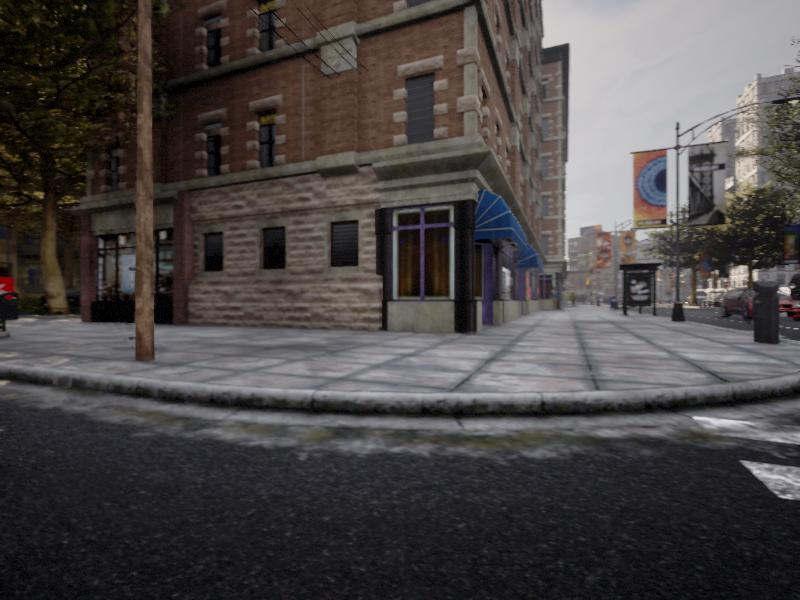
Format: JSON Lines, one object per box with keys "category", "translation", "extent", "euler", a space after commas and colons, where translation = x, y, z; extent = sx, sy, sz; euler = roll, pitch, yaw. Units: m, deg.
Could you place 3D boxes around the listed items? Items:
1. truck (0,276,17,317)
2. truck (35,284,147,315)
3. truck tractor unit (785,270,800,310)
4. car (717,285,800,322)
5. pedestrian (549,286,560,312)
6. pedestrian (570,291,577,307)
{"category": "truck", "translation": [-25.708, -0.210, 22.640], "extent": [2.627, 2.467, 5.204], "euler": [0, 0, 23]}
{"category": "truck", "translation": [-22.715, -0.020, 29.849], "extent": [2.390, 2.098, 6.274], "euler": [0, 0, 23]}
{"category": "truck tractor unit", "translation": [43.316, -1.069, 41.249], "extent": [3.053, 4.208, 6.516], "euler": [0, 0, 23]}
{"category": "car", "translation": [18.365, 0.167, 20.434], "extent": [2.242, 1.667, 4.611], "euler": [0, 0, 23]}
{"category": "pedestrian", "translation": [11.418, -0.093, 29.568], "extent": [0.751, 1.860, 0.751], "euler": [0, 0, 23]}
{"category": "pedestrian", "translation": [20.597, -0.081, 47.522], "extent": [0.751, 1.860, 0.751], "euler": [0, 0, 24]}
